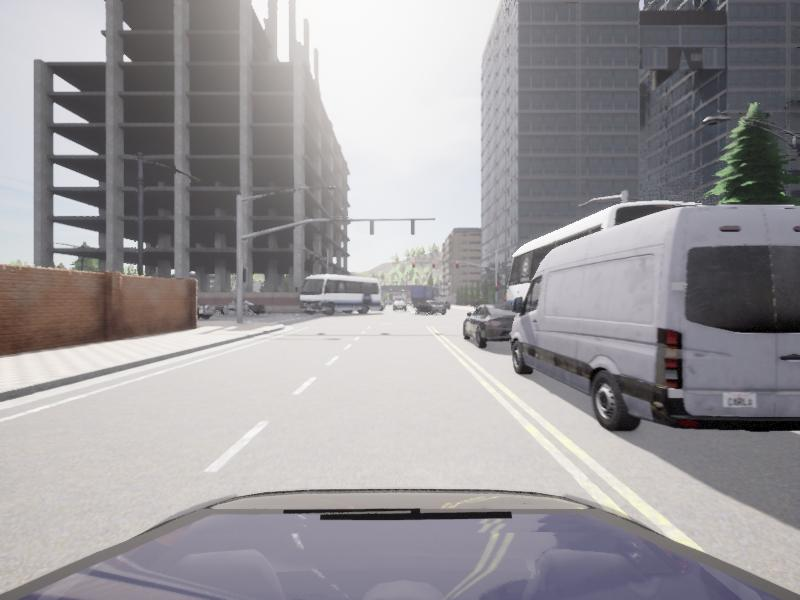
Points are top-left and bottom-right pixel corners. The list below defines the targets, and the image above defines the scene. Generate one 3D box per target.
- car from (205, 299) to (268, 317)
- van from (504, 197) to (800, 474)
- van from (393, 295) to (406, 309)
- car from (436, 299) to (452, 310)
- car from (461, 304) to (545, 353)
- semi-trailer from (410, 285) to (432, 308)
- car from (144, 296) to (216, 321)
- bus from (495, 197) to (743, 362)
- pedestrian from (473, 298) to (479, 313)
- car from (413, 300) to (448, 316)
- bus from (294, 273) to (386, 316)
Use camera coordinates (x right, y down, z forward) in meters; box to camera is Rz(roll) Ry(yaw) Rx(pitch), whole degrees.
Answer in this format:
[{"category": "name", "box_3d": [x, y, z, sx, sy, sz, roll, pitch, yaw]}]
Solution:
[{"category": "car", "box_3d": [-15.669, 0.768, 38.533, 5.238, 1.638, 1.930, 0, 0, 0]}, {"category": "van", "box_3d": [3.496, 0.322, 6.649, 1.988, 2.561, 5.915, 0, 0, 0]}, {"category": "van", "box_3d": [-0.093, 0.373, 70.738, 2.351, 2.431, 6.366, 0, 0, 0]}, {"category": "car", "box_3d": [7.273, 0.758, 67.194, 2.242, 1.667, 4.611, 0, 0, 1]}, {"category": "car", "box_3d": [3.474, 0.869, 14.405, 1.812, 1.442, 4.674, 0, 0, 0]}, {"category": "semi-trailer", "box_3d": [4.484, -0.623, 80.948, 2.717, 4.402, 14.254, 0, 0, 10]}, {"category": "car", "box_3d": [-17.270, 0.650, 31.567, 4.605, 1.855, 1.932, 0, 0, 2]}, {"category": "bus", "box_3d": [6.857, -0.535, 15.427, 3.944, 4.253, 10.273, 0, 0, 0]}, {"category": "pedestrian", "box_3d": [9.450, 0.634, 49.621, 0.751, 1.860, 0.751, 0, 0, 7]}, {"category": "car", "box_3d": [3.143, 0.813, 41.623, 1.789, 1.549, 3.705, -1, 0, -30]}, {"category": "bus", "box_3d": [-6.259, -0.532, 44.124, 3.944, 4.253, 10.273, 1, 0, 34]}]
